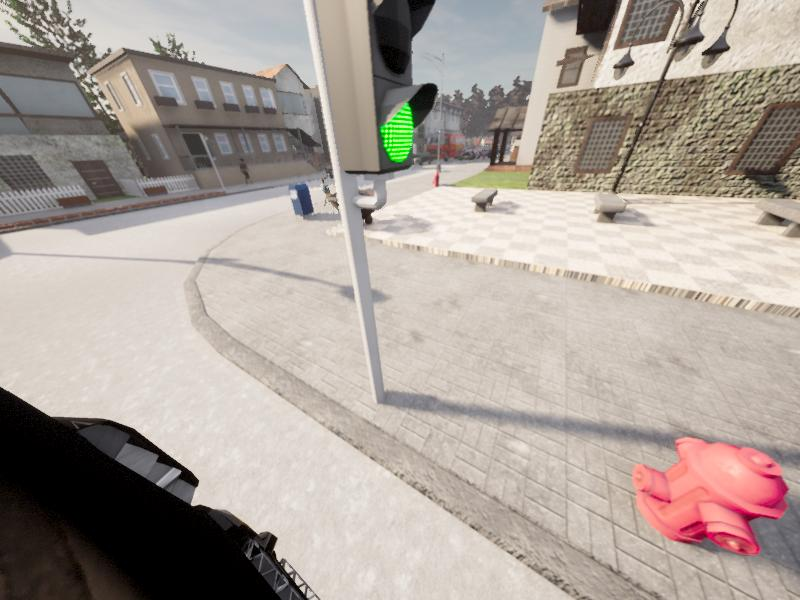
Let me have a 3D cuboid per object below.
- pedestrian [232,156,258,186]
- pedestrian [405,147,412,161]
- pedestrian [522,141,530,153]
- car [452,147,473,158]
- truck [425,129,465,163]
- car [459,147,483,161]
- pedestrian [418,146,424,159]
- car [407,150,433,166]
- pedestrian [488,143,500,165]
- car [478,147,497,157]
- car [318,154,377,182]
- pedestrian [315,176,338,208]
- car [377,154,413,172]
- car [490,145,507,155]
[{"bbox_3d":[-11.341,-9.444,16.973,0.751,1.860,0.751,6,35,13],"label":"pedestrian"},{"bbox_3d":[1.325,-22.857,36.186,0.751,1.860,0.751,12,36,20],"label":"pedestrian"},{"bbox_3d":[24.003,-29.123,43.961,0.751,1.860,0.751,16,38,25],"label":"pedestrian"},{"bbox_3d":[11.359,-26.672,41.765,2.163,1.488,4.792,16,38,26],"label":"car"},{"bbox_3d":[6.899,-23.327,34.952,2.891,3.827,8.468,16,38,26],"label":"truck"},{"bbox_3d":[10.478,-21.443,33.934,2.038,1.542,4.974,16,38,26],"label":"car"},{"bbox_3d":[3.537,-24.948,39.164,0.751,1.860,0.751,-23,39,-28],"label":"pedestrian"},{"bbox_3d":[2.633,-18.157,29.551,1.789,1.549,3.705,16,38,26],"label":"car"},{"bbox_3d":[9.983,-15.450,24.456,0.751,1.860,0.751,16,38,26],"label":"pedestrian"},{"bbox_3d":[15.605,-26.399,41.150,1.994,1.385,4.181,16,38,26],"label":"car"},{"bbox_3d":[-4.300,-11.505,19.990,1.930,1.638,5.238,16,38,25],"label":"car"},{"bbox_3d":[-3.042,-4.476,9.598,0.500,1.100,0.500,26,43,35],"label":"pedestrian"},{"bbox_3d":[-0.405,-15.119,25.378,1.994,1.385,4.181,16,38,26],"label":"car"},{"bbox_3d":[20.331,-31.040,47.753,2.033,1.411,5.357,16,38,26],"label":"car"}]
